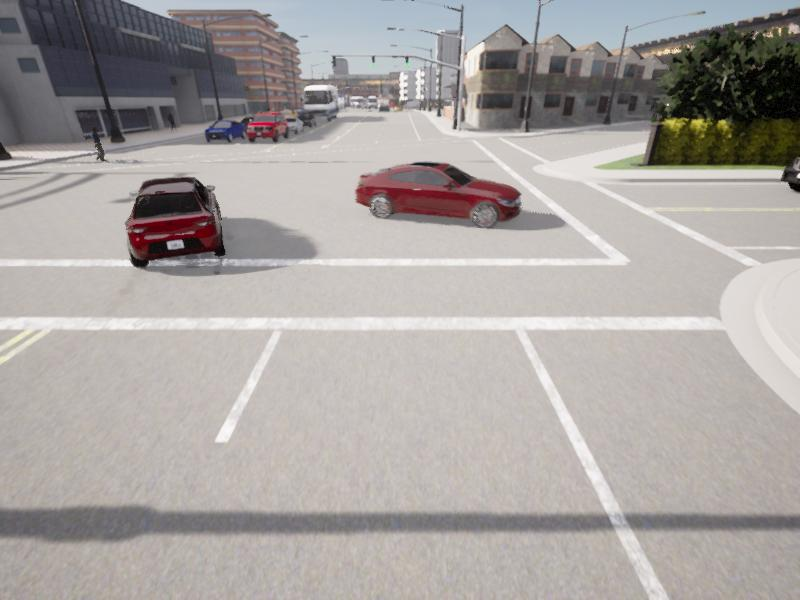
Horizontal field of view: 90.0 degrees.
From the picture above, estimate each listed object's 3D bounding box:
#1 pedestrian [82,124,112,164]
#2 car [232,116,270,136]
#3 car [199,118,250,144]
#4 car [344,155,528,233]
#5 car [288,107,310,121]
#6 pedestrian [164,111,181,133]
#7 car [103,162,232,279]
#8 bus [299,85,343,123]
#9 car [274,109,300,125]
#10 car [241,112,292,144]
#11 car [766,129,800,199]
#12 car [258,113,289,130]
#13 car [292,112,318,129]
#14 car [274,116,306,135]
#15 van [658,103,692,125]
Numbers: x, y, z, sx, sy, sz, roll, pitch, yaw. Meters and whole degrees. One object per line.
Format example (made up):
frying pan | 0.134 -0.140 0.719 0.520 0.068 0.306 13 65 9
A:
pedestrian | -15.949 -8.228 21.052 0.751 1.860 0.751 -18 31 -31
car | -14.117 -16.685 38.240 1.837 1.490 4.892 0 27 0
car | -14.104 -13.772 32.446 1.882 1.535 5.008 0 27 0
car | 0.994 -3.068 11.175 4.674 1.442 1.812 9 29 18
car | -14.186 -26.207 56.340 1.812 1.442 4.674 0 28 0
pedestrian | -21.477 -16.822 37.774 0.751 1.860 0.751 -1 27 -1
car | -5.158 -2.088 9.243 1.816 1.474 4.193 -12 29 -22
bus | -10.552 -27.123 55.063 3.944 4.253 10.273 0 28 0
car | -14.153 -23.056 50.352 1.882 1.535 5.008 0 28 0
car | -10.597 -14.024 32.354 2.150 2.045 5.566 0 27 0
car | 16.037 -4.403 13.049 5.566 2.045 2.150 0 27 0
car | -14.120 -20.012 44.771 1.994 1.385 4.181 0 28 1
car | -10.635 -20.229 45.051 1.816 1.474 4.193 0 28 0
car | -10.617 -17.063 39.002 1.812 1.442 4.674 0 27 0
van | 37.602 -25.526 54.674 5.915 2.561 1.988 -24 35 -39
